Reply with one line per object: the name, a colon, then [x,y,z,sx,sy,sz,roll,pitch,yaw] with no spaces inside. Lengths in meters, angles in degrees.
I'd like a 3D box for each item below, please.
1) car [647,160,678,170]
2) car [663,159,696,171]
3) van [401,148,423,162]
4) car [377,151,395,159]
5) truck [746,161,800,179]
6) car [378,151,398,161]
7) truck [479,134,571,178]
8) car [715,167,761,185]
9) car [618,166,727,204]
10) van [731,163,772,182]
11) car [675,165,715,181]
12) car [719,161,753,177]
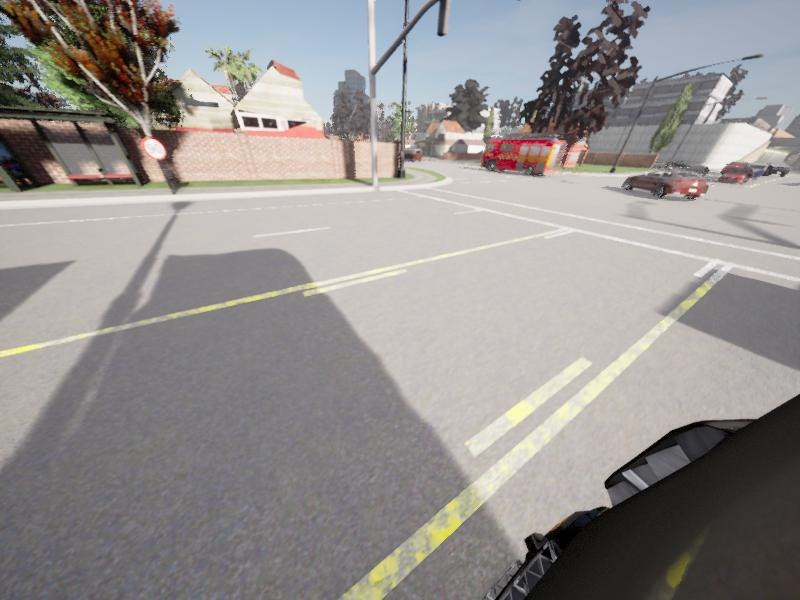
car: [56.201,-28.975,49.588,1.970,1.475,3.806,-18,39,-27]
car: [60.129,-29.219,49.798,1.905,1.878,3.866,-17,39,-27]
van: [2.162,-27.071,43.178,1.775,1.987,4.442,-18,38,-28]
car: [-3.064,-31.422,50.031,1.895,1.301,4.718,-18,39,-28]
truck: [62.300,-21.917,38.794,2.390,2.098,6.274,24,39,27]
car: [-2.297,-27.183,43.652,1.994,1.385,4.181,-18,39,-28]
truck: [14.022,-16.994,27.102,2.891,3.827,8.468,-20,40,-30]
car: [39.077,-14.418,26.736,4.514,1.525,2.007,-17,38,-26]
car: [18.273,-8.141,16.021,2.152,1.651,5.027,7,34,7]
van: [45.715,-16.666,30.070,4.442,1.987,1.775,-17,38,-26]
car: [37.456,-16.175,29.305,4.892,1.490,1.837,-18,38,-26]
car: [56.210,-22.029,38.657,5.566,2.045,2.150,-20,40,-29]
